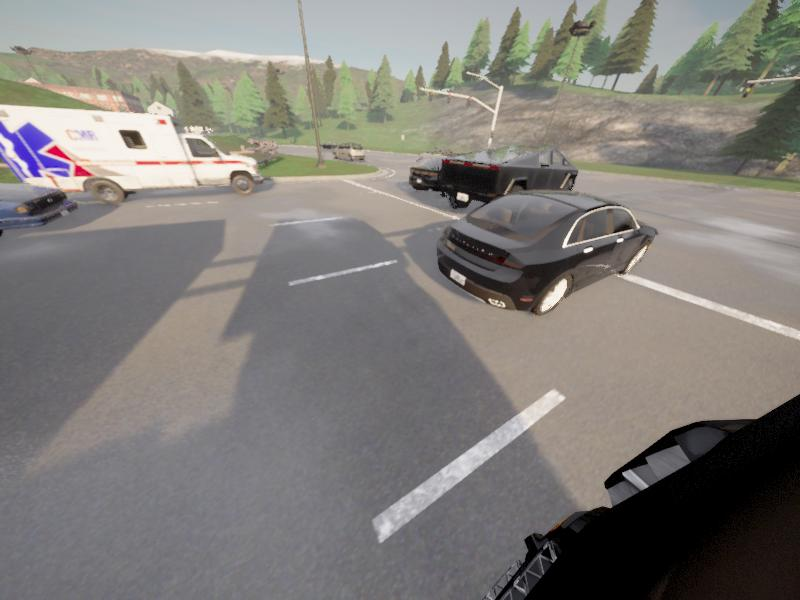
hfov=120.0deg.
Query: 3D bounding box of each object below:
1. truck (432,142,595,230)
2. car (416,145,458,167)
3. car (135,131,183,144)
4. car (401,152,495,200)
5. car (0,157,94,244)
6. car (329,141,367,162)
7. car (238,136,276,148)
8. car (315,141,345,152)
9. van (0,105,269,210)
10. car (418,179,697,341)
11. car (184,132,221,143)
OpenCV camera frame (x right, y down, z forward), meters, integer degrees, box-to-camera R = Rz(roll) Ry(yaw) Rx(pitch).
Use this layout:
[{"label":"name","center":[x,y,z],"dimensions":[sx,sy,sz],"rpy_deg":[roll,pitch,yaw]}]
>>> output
[{"label":"truck","center":[4.396,-4.574,8.724],"dimensions":[6.274,2.098,2.390],"rpy_deg":[-23,43,-32]},{"label":"car","center":[3.825,-15.407,24.646],"dimensions":[1.851,1.617,3.988],"rpy_deg":[-26,44,-35]},{"label":"car","center":[-39.503,-26.722,37.990],"dimensions":[5.008,1.535,1.882],"rpy_deg":[-1,34,-5]},{"label":"car","center":[2.582,-6.467,11.713],"dimensions":[1.930,1.638,5.238],"rpy_deg":[29,43,32]},{"label":"car","center":[-10.474,-1.758,4.290],"dimensions":[5.357,1.411,2.033],"rpy_deg":[-17,39,-25]},{"label":"car","center":[-5.520,-15.774,24.538],"dimensions":[3.988,1.617,1.851],"rpy_deg":[30,43,34]},{"label":"car","center":[-24.960,-27.642,40.422],"dimensions":[5.357,1.411,2.033],"rpy_deg":[9,35,9]},{"label":"car","center":[-11.876,-26.219,39.355],"dimensions":[4.718,1.301,1.895],"rpy_deg":[20,38,23]},{"label":"van","center":[-8.640,-5.026,8.197],"dimensions":[6.366,2.431,2.351],"rpy_deg":[-17,39,-25]},{"label":"car","center":[2.927,-1.188,4.296],"dimensions":[4.892,1.490,1.837],"rpy_deg":[-17,40,-26]},{"label":"car","center":[-39.683,-32.810,46.615],"dimensions":[5.238,1.638,1.930],"rpy_deg":[-1,35,-5]}]
